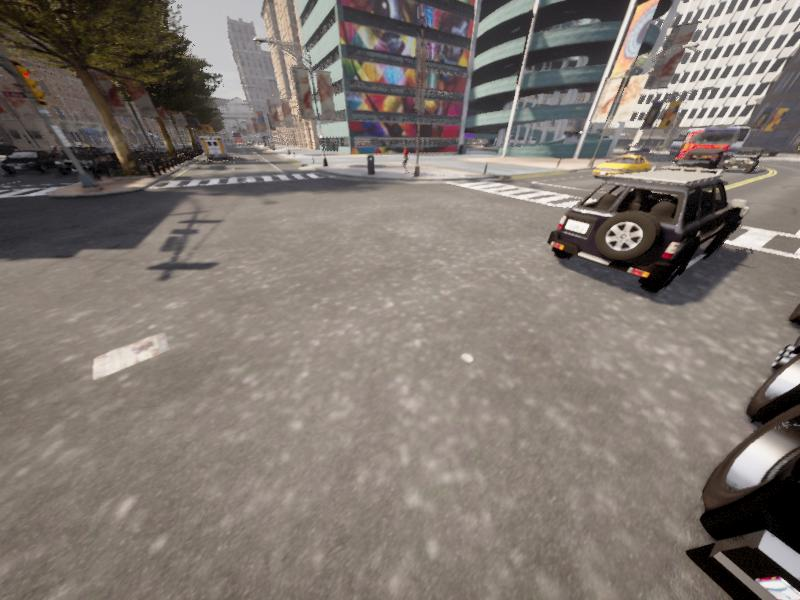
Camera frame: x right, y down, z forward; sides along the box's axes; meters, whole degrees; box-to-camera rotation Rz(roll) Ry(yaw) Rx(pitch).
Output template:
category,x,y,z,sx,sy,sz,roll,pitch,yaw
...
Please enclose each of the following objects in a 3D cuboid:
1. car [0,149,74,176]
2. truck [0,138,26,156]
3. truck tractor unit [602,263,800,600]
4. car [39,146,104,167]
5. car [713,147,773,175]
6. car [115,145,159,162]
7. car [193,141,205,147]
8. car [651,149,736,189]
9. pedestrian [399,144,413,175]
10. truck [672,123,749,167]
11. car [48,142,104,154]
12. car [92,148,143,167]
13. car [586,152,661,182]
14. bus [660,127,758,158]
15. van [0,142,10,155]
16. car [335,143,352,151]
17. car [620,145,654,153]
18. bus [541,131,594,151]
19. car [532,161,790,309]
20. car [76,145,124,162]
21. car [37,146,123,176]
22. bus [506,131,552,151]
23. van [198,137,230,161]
category,x,y,z,sx,sy,sz,roll,pitch,yaw
car,-28.628,-10.871,18.103,1.812,1.442,4.674,-18,39,-25
truck,-59.493,-21.647,32.731,6.274,2.098,2.390,-19,39,-25
truck tractor unit,5.111,-0.299,0.785,6.516,4.208,3.053,-18,39,-24
car,-32.015,-14.187,22.767,2.007,1.525,4.514,-18,39,-25
car,30.042,-12.243,20.248,3.866,1.878,1.905,-20,40,-27
car,-31.704,-17.842,28.040,2.128,1.511,4.902,-18,39,-25
car,-64.746,-50.316,74.511,2.033,1.411,5.357,-18,39,-25
car,18.179,-8.224,14.355,3.866,1.878,1.905,-19,39,-25
pedestrian,0.423,-10.218,16.771,0.751,1.860,0.751,11,36,15
truck,36.021,-18.323,27.355,2.891,3.827,8.468,25,42,31
car,-54.651,-25.758,39.141,1.801,1.575,5.366,28,44,34
car,-28.349,-14.480,23.363,1.994,1.385,4.181,-18,39,-25
car,16.347,-9.799,16.878,5.366,1.575,1.801,-18,39,-25
bus,55.132,-28.667,42.033,3.944,4.253,10.273,4,35,5
van,-63.774,-22.747,33.885,5.915,2.561,1.988,-19,39,-25
car,-12.695,-34.144,51.526,2.161,1.482,4.786,-18,39,-25
car,54.745,-35.014,53.494,2.038,1.542,4.974,-7,35,-10
bus,45.771,-43.815,63.726,3.944,4.253,10.273,-18,39,-25
car,5.430,-1.745,4.926,4.605,1.855,1.932,-18,39,-25
car,-35.335,-17.407,27.394,1.837,1.490,4.892,-19,39,-25
car,-24.697,-11.017,18.153,2.242,1.667,4.611,-18,39,-24
bus,36.372,-45.393,65.905,3.944,4.253,10.273,-18,39,-25
van,-24.560,-20.264,30.789,2.351,2.431,6.366,-18,39,-25
